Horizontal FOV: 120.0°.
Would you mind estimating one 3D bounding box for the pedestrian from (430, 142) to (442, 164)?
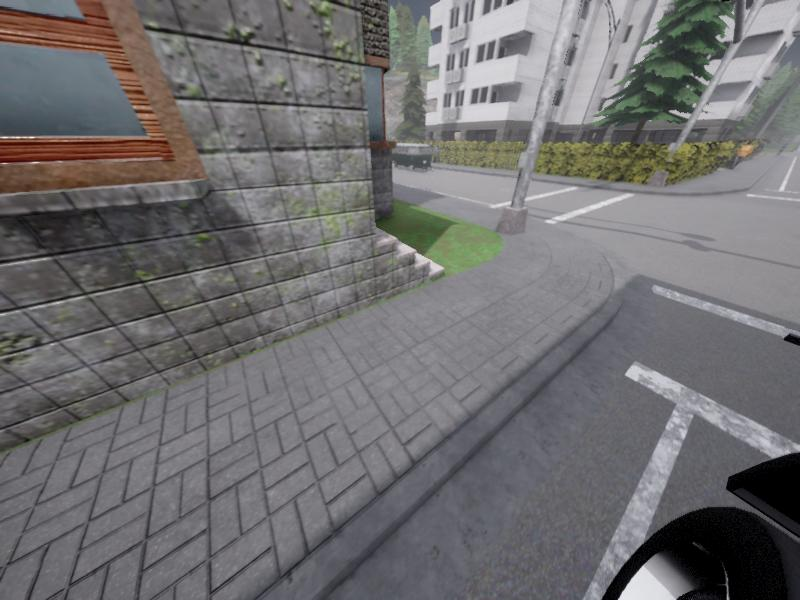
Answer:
[{"bbox_3d":[3.749,-15.210,23.861,0.751,1.860,0.751,-27,43,-33],"label":"pedestrian"}]

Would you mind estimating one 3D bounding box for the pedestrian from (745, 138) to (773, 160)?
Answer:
[{"bbox_3d":[36.912,-15.553,23.782,0.751,1.860,0.751,-28,43,-33],"label":"pedestrian"}]

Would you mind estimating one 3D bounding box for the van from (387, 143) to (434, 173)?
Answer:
[{"bbox_3d":[0.810,-12.792,20.648,1.775,1.987,4.442,-22,41,-28],"label":"van"}]

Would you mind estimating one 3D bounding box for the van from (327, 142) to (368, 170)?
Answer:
[{"bbox_3d":[-5.185,-14.197,22.644,2.069,2.038,4.480,-22,40,-28],"label":"van"}]

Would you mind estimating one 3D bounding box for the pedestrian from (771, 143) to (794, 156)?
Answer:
[{"bbox_3d":[47.280,-18.637,28.565,0.751,1.300,0.751,-11,37,-15],"label":"pedestrian"}]

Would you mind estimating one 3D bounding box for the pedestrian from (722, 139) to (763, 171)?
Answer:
[{"bbox_3d":[24.335,-10.322,16.453,0.751,1.860,0.751,-20,40,-25],"label":"pedestrian"}]
